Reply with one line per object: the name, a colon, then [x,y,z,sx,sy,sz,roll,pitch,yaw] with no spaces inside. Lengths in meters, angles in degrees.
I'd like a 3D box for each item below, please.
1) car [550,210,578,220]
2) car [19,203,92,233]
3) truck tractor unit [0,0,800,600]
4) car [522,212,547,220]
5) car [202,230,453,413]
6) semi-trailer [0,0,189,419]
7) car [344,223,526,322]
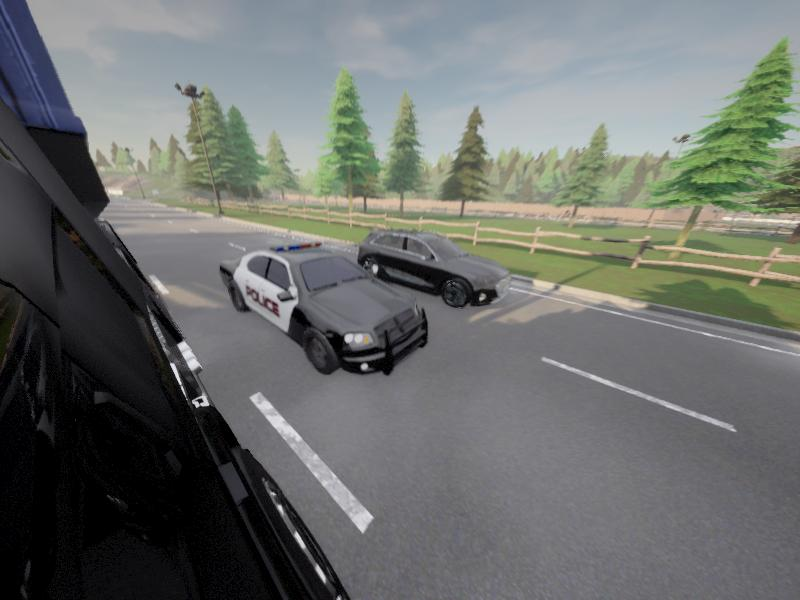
car: [37.288,-19.303,52.573,4.605,1.855,1.932,19,28,34]
car: [-21.254,-5.220,14.423,4.181,1.385,1.994,19,28,34]
truck tractor unit: [-2.645,-0.295,0.351,6.516,4.208,3.053,28,44,30]
car: [29.244,-18.339,50.154,4.181,1.385,1.994,19,28,34]
car: [-1.758,-0.285,4.696,4.974,1.542,2.038,20,29,34]
semi-trailer: [-8.879,-2.512,5.038,14.254,4.402,2.717,14,26,36]
car: [0.738,-1.217,7.007,4.856,1.649,2.033,19,28,34]
